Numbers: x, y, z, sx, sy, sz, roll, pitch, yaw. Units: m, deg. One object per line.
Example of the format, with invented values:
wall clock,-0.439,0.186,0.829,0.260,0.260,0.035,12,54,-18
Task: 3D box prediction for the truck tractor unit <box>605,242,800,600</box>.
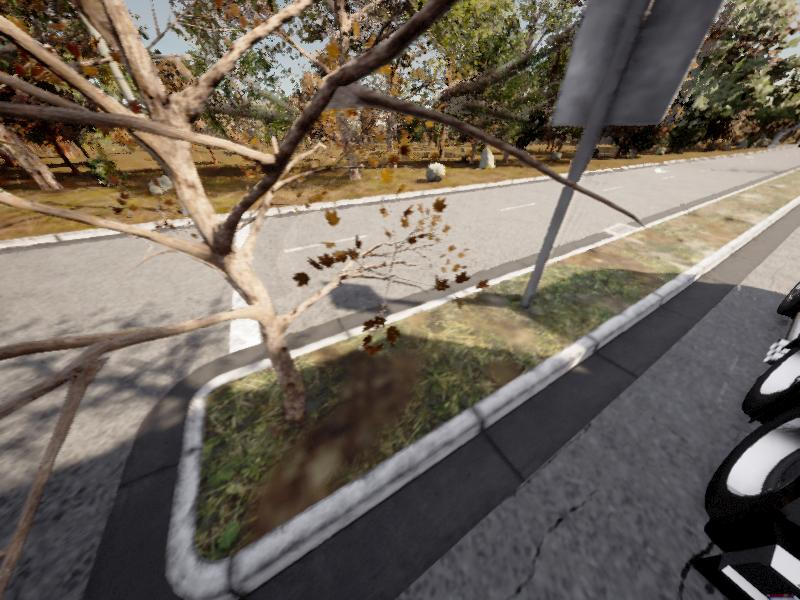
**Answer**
truck tractor unit,5.070,-0.344,0.805,6.516,4.208,3.053,-20,41,-25
